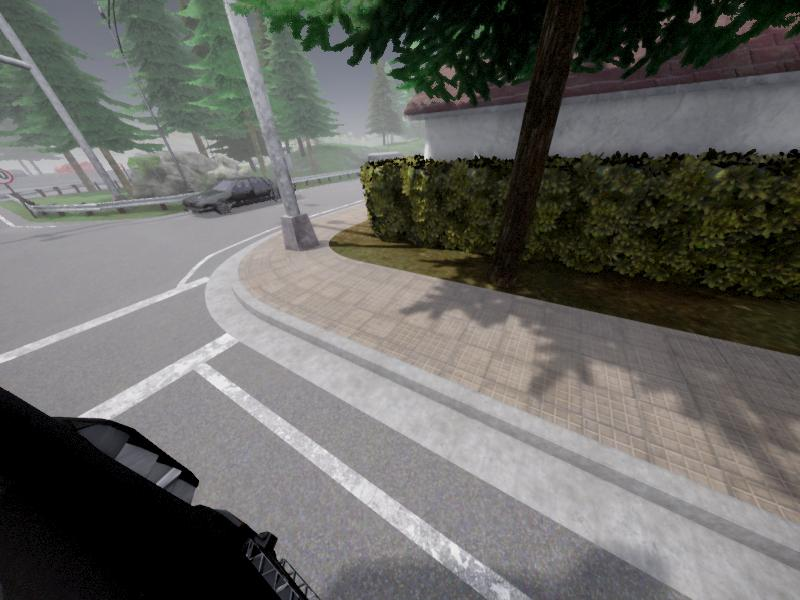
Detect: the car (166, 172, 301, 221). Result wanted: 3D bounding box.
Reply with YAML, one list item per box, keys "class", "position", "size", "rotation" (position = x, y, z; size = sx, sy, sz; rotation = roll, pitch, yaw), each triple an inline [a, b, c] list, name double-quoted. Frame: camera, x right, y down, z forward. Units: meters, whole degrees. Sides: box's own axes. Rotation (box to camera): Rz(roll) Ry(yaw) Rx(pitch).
- class: "car"
  position: [-8.270, -5.674, 12.211]
  size: [2.033, 1.411, 5.357]
  rotation: [15, 38, 25]

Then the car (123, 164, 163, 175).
- class: "car"
  position: [-52.100, -26.481, 46.876]
  size: [2.128, 1.511, 4.902]
  rotation: [16, 38, 26]

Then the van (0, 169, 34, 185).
- class: "van"
  position: [-63.170, -19.603, 36.879]
  size: [1.775, 1.987, 4.442]
  rotation: [16, 38, 26]

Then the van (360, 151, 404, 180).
- class: "van"
  position: [-1.516, -12.606, 21.595]
  size: [1.775, 1.987, 4.442]
  rotation: [16, 38, 26]

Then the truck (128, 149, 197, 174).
- class: "truck"
  position: [-47.662, -28.069, 46.765]
  size: [2.891, 3.827, 8.468]
  rotation: [16, 38, 26]

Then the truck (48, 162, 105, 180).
- class: "truck"
  position: [-59.181, -23.772, 42.411]
  size: [2.627, 2.467, 5.204]
  rotation: [16, 38, 26]
